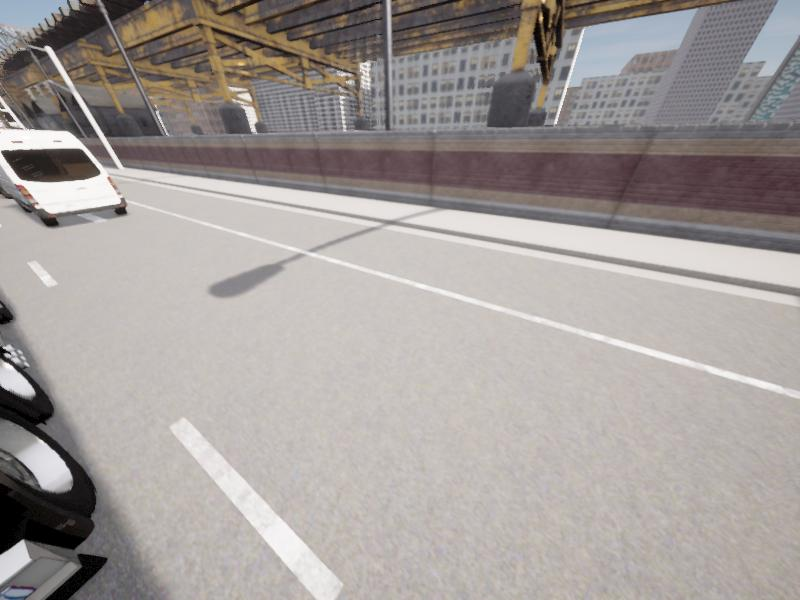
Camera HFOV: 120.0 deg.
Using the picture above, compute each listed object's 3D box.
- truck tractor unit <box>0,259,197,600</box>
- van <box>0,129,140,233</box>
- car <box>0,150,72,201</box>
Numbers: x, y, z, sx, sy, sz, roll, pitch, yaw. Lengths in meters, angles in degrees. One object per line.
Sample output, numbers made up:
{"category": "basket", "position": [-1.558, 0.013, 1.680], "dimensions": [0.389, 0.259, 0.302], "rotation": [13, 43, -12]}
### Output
{"category": "truck tractor unit", "position": [-5.108, -0.303, 0.791], "dimensions": [6.516, 4.208, 3.053], "rotation": [19, 39, 25]}
{"category": "van", "position": [-12.578, -4.427, 8.249], "dimensions": [5.915, 2.561, 1.988], "rotation": [18, 39, 25]}
{"category": "car", "position": [-19.475, -6.444, 11.776], "dimensions": [3.866, 1.878, 1.905], "rotation": [18, 39, 25]}
